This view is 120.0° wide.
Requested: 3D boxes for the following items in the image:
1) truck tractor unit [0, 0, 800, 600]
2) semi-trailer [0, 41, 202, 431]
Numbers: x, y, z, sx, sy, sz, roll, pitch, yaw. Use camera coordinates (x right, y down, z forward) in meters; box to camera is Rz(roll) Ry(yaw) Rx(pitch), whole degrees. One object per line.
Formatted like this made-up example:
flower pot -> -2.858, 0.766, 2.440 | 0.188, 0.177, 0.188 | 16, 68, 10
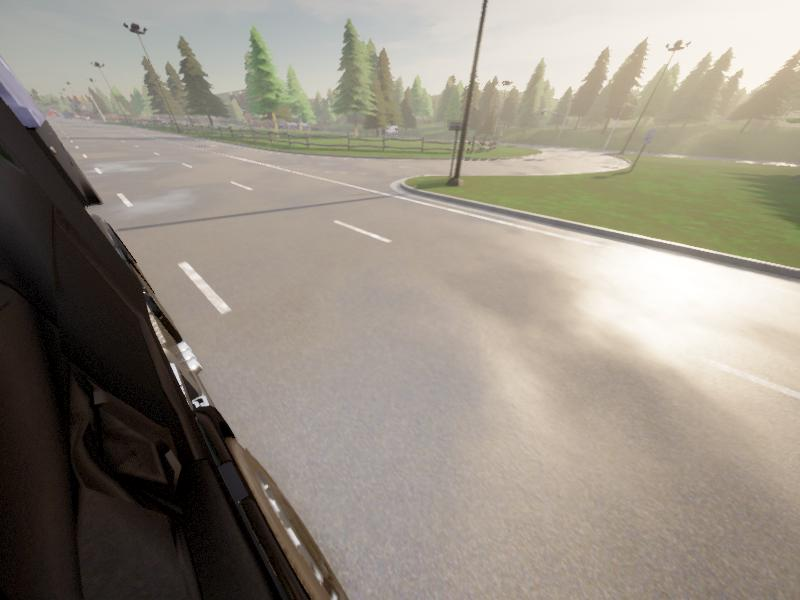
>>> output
truck tractor unit -> -2.645, -0.295, 0.351 | 6.516, 4.208, 3.053 | 28, 44, 30
semi-trailer -> -8.707, -3.587, 4.235 | 14.254, 4.402, 2.717 | 28, 44, 30
